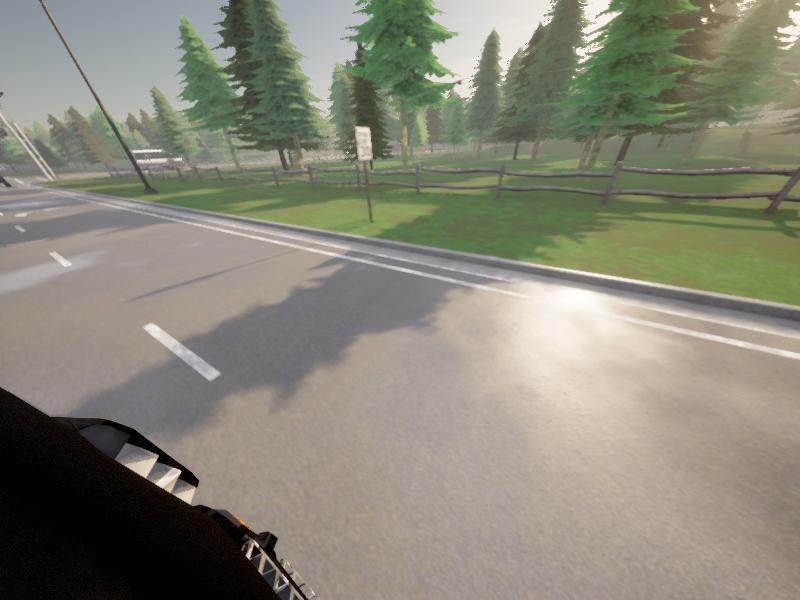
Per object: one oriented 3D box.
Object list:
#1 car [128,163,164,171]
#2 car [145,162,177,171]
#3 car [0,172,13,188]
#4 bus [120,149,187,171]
[{"bbox_3d":[-61.716,-32.374,56.236,2.033,1.411,5.357,15,37,25],"label":"car"},{"bbox_3d":[-57.826,-32.418,55.948,1.837,1.490,4.892,15,37,25],"label":"car"},{"bbox_3d":[-51.250,-15.205,28.766,5.566,2.045,2.150,17,38,27],"label":"car"},{"bbox_3d":[-62.920,-36.191,59.528,3.944,4.253,10.273,15,37,25],"label":"bus"}]
